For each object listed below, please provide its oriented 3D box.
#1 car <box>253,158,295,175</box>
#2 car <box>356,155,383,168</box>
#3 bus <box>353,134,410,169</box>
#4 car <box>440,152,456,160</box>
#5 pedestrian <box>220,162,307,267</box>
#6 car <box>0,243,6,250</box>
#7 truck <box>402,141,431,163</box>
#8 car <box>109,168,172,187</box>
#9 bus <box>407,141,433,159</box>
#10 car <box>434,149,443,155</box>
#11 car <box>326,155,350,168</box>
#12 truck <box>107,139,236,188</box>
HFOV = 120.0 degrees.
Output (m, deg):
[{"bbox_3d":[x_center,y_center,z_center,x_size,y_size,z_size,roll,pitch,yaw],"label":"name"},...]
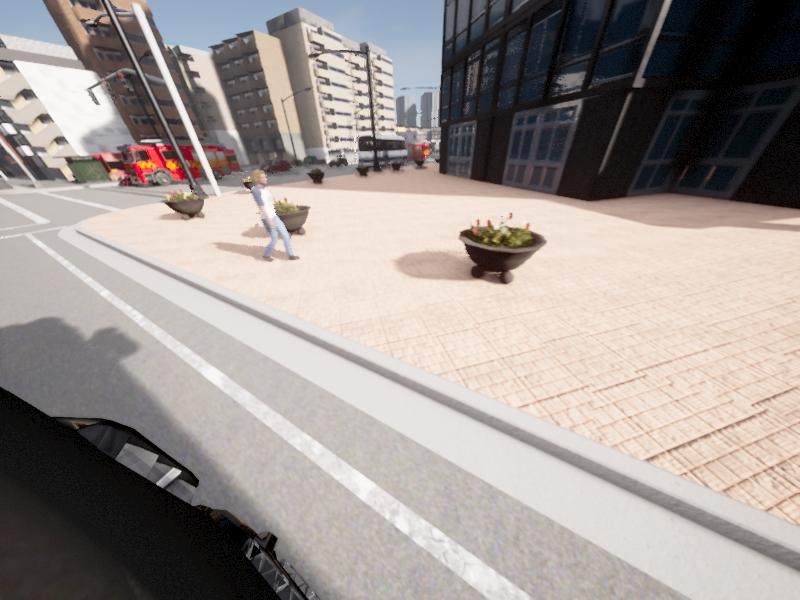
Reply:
[{"bbox_3d":[-17.874,-19.082,32.985,2.097,1.767,4.553,15,37,25],"label":"car"},{"bbox_3d":[-5.178,-23.819,39.724,2.033,1.649,4.856,16,37,25],"label":"car"},{"bbox_3d":[-2.501,-23.887,37.241,3.944,4.253,10.273,16,37,25],"label":"bus"},{"bbox_3d":[12.394,-37.168,59.582,2.152,1.651,5.027,16,38,25],"label":"car"},{"bbox_3d":[-2.652,-1.708,4.744,0.751,1.860,0.751,-3,33,0],"label":"pedestrian"},{"bbox_3d":[-15.138,-2.278,7.019,4.611,1.667,2.242,14,37,24],"label":"car"},{"bbox_3d":[3.902,-33.697,52.496,2.891,3.827,8.468,16,37,26],"label":"truck"},{"bbox_3d":[-27.628,-13.171,24.751,1.970,1.475,3.806,16,37,26],"label":"car"},{"bbox_3d":[6.559,-48.113,73.880,3.944,4.253,10.273,16,38,25],"label":"bus"},{"bbox_3d":[14.296,-55.065,85.883,1.994,1.385,4.181,16,39,25],"label":"car"},{"bbox_3d":[-11.401,-25.674,42.742,1.905,1.878,3.866,15,37,25],"label":"car"},{"bbox_3d":[-23.324,-14.613,24.540,2.891,3.827,8.468,16,37,25],"label":"truck"}]
